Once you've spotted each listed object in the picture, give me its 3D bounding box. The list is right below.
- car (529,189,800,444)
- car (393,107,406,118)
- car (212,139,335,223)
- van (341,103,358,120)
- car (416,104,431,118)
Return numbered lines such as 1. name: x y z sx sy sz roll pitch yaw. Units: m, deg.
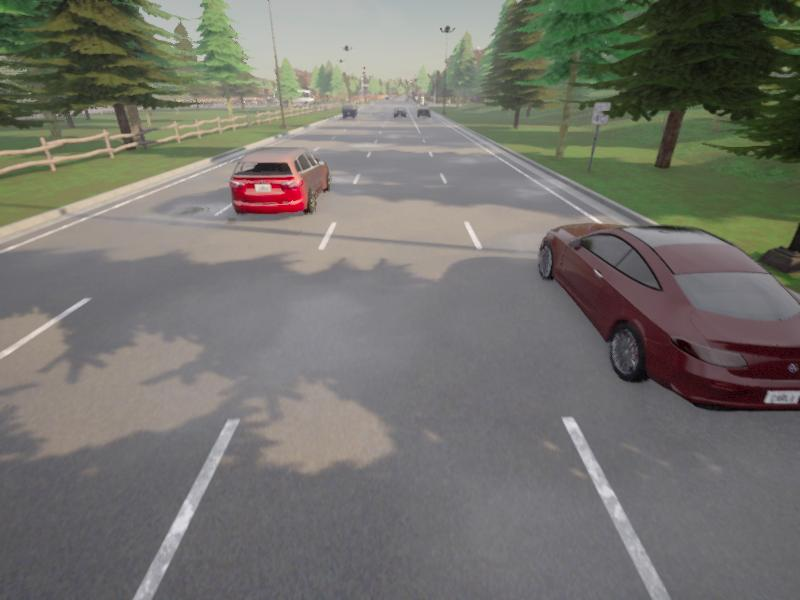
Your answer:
1. car: 3.503 -0.319 5.627 1.812 1.442 4.674 0 27 0
2. car: -0.021 -27.890 59.474 1.895 1.301 4.718 0 27 0
3. car: -3.526 -3.853 12.337 2.242 1.667 4.611 0 27 0
4. van: -7.022 -26.599 56.289 1.775 1.987 4.442 0 27 0
5. car: 3.478 -28.367 59.983 1.930 1.638 5.238 0 27 0
